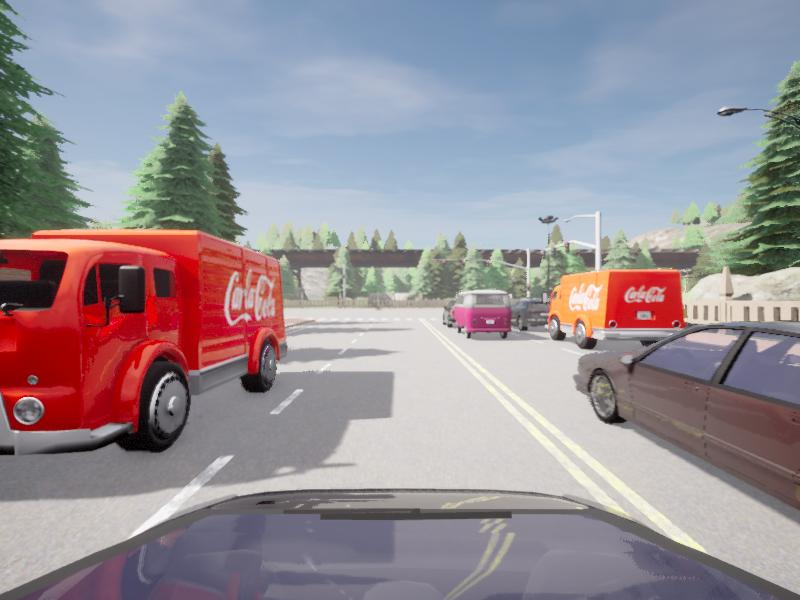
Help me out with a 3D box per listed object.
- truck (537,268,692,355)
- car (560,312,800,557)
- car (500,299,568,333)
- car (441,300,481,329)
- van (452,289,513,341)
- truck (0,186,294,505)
[{"bbox_3d":[6.992,0.342,13.978,2.627,2.467,5.204,0,0,0],"label":"truck"},{"bbox_3d":[3.499,0.891,3.512,2.033,1.411,5.357,0,0,0],"label":"car"},{"bbox_3d":[6.983,0.760,21.477,2.033,1.649,4.856,0,0,0],"label":"car"},{"bbox_3d":[3.482,0.795,23.420,1.789,1.549,3.705,0,0,0],"label":"car"},{"bbox_3d":[3.486,0.584,17.657,1.775,1.987,4.442,0,0,0],"label":"van"},{"bbox_3d":[-3.504,0.352,5.693,2.627,2.467,5.204,0,0,0],"label":"truck"}]
